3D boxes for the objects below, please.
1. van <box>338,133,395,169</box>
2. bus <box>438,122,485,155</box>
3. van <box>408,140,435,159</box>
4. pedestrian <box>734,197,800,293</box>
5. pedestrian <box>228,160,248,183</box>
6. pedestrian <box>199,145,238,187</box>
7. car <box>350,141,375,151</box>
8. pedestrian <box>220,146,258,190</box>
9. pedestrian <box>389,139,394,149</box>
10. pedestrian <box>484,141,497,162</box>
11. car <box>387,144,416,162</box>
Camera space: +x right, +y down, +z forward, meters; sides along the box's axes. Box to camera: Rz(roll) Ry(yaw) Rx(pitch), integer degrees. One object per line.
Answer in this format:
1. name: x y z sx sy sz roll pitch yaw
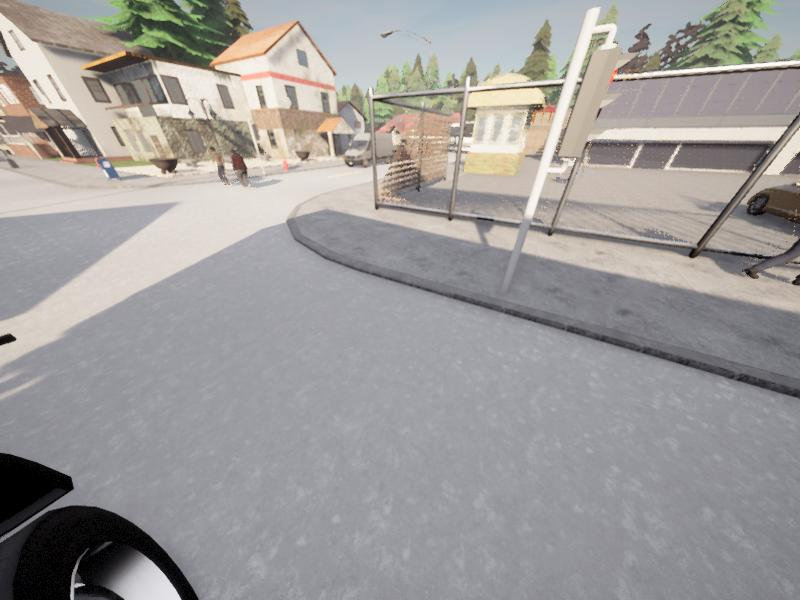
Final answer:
1. van: -2.821 -14.062 21.661 1.988 2.561 5.915 18 39 24
2. bus: 10.327 -28.431 40.629 3.944 4.253 10.273 -6 36 -8
3. van: 2.874 -19.944 30.516 1.775 1.987 4.442 17 38 22
4. pedestrian: 6.854 -1.099 3.678 0.751 1.860 0.751 16 38 21
5. pedestrian: -9.529 -7.575 13.627 0.500 1.100 0.500 -8 36 -11
6. pedestrian: -9.636 -7.122 12.324 0.751 1.860 0.751 17 39 22
7. car: -7.807 -31.969 47.805 4.611 1.667 2.242 18 39 23
8. pedestrian: -8.076 -6.641 11.649 0.751 1.860 0.751 17 39 23
9. pedestrian: -1.939 -35.578 52.568 0.751 1.860 0.751 23 41 29
10. pedestrian: 9.631 -15.845 24.604 0.751 1.860 0.751 18 39 24
11. car: 0.256 -16.990 26.686 1.789 1.549 3.705 18 39 23
